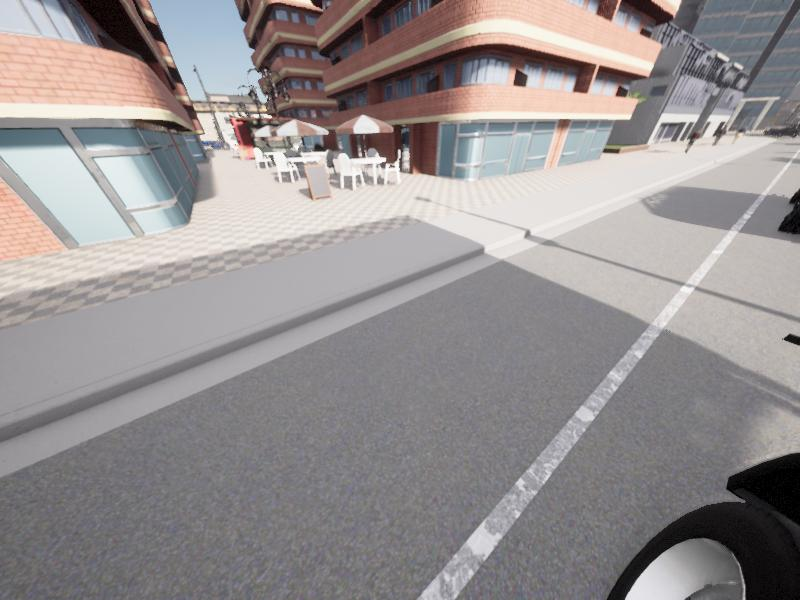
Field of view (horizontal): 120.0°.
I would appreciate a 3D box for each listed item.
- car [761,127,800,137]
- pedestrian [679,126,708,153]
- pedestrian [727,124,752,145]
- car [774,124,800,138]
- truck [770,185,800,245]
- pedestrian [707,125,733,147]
[{"bbox_3d":[70.585,-31.022,42.629,1.895,1.301,4.718,9,37,15],"label":"car"},{"bbox_3d":[25.084,-13.694,19.787,0.751,1.860,0.751,27,45,34],"label":"pedestrian"},{"bbox_3d":[38.486,-18.730,26.199,0.751,1.860,0.751,-22,41,-26],"label":"pedestrian"},{"bbox_3d":[64.494,-27.399,37.381,1.932,1.855,4.605,15,39,21],"label":"car"},{"bbox_3d":[11.893,-2.806,5.396,6.274,2.098,2.390,-23,41,-27],"label":"truck"},{"bbox_3d":[33.522,-17.158,24.226,0.751,1.860,0.751,-27,43,-30],"label":"pedestrian"}]
